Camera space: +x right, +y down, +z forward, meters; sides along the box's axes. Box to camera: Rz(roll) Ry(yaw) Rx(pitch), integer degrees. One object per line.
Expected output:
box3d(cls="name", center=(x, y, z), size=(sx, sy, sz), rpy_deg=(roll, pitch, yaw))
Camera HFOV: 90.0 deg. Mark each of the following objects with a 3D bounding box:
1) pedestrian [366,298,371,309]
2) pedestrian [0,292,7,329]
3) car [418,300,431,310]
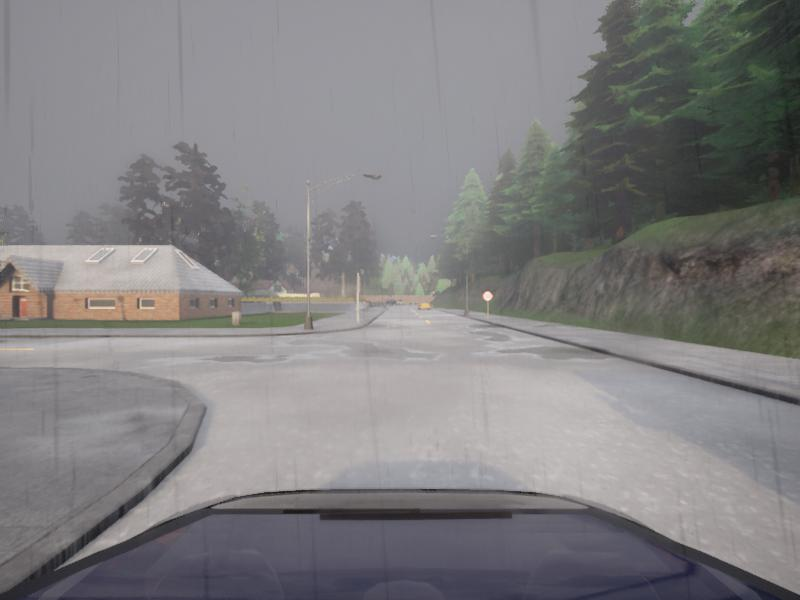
box3d(cls="pedestrian", center=(-5.311, 0.538, 67.549), size=(0.751, 1.860, 0.751), rpy_deg=(0, 0, 3))
box3d(cls="pedestrian", center=(-20.449, 0.537, 20.046), size=(0.751, 1.860, 0.751), rpy_deg=(0, 0, 0))
box3d(cls="car", center=(3.992, 0.814, 65.817), size=(1.801, 1.575, 5.366), rpy_deg=(0, 0, 0))
